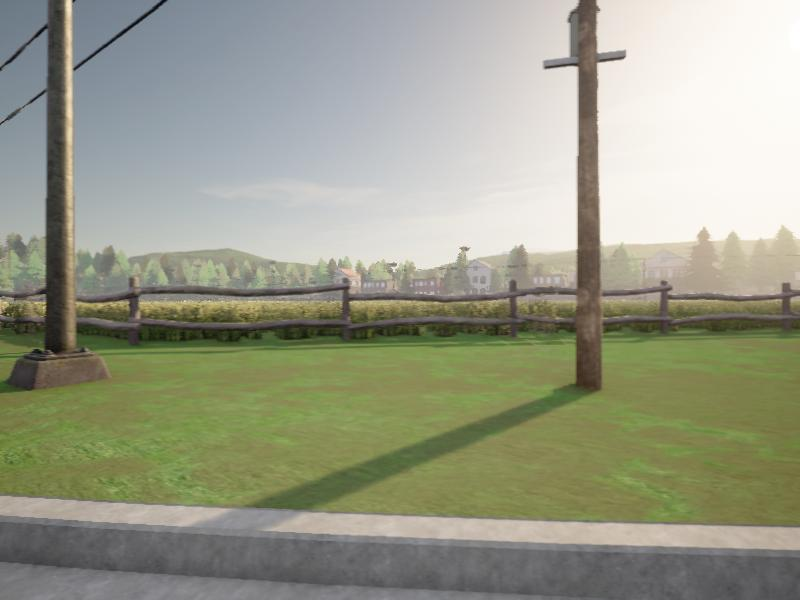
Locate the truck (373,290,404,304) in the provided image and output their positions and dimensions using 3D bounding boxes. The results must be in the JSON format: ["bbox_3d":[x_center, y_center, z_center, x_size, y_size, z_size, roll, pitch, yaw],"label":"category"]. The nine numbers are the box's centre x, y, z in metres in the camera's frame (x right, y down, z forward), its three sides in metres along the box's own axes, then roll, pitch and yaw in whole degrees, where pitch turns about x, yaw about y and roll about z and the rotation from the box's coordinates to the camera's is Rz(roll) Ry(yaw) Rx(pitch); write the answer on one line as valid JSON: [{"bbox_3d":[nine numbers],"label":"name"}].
[{"bbox_3d":[-3.160,-0.845,109.167,8.468,3.827,2.891,0,0,31],"label":"truck"}]
